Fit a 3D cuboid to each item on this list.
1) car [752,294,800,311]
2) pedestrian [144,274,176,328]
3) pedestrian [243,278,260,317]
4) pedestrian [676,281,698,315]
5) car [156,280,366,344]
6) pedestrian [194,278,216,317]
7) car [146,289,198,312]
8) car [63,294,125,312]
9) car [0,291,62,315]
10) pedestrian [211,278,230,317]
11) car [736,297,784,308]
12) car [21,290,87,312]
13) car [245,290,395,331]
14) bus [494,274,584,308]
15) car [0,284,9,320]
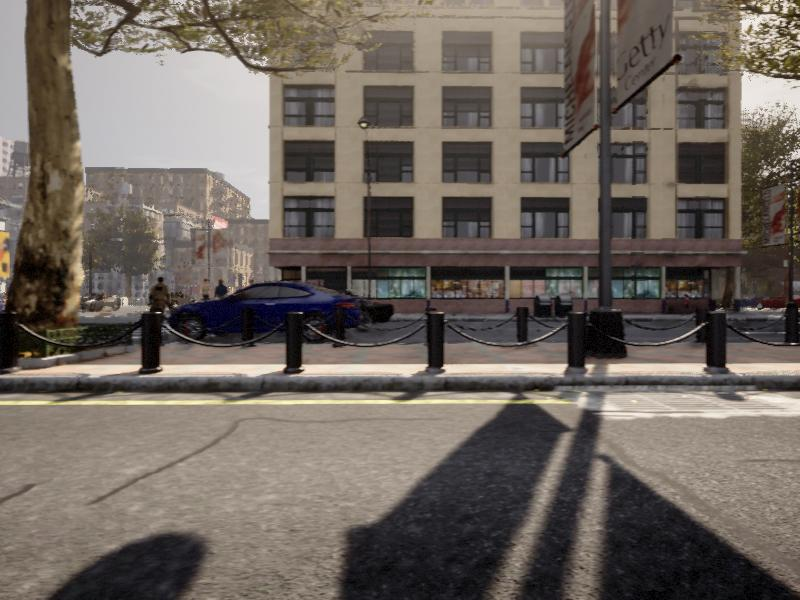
[{"bbox_3d":[38.437,0.230,40.056,1.882,1.535,5.008,0,0,-2],"label":"car"},{"bbox_3d":[-8.449,0.037,14.111,0.751,1.860,0.751,0,0,-12],"label":"pedestrian"},{"bbox_3d":[-7.106,-0.115,19.163,0.751,1.860,0.751,0,0,-21],"label":"pedestrian"},{"bbox_3d":[16.392,-0.112,22.855,0.751,1.860,0.751,0,0,5],"label":"pedestrian"},{"bbox_3d":[-3.271,0.270,10.096,4.674,1.442,1.812,0,0,-1],"label":"car"},{"bbox_3d":[-9.537,-0.115,19.592,0.751,1.860,0.751,0,0,41],"label":"pedestrian"},{"bbox_3d":[-19.990,0.052,35.305,1.932,1.855,4.605,0,0,0],"label":"car"},{"bbox_3d":[-26.980,0.225,35.485,2.007,1.525,4.514,0,0,0],"label":"car"},{"bbox_3d":[-26.936,0.220,28.237,1.882,1.535,5.008,0,0,-1],"label":"car"},{"bbox_3d":[-8.702,-0.115,19.411,0.751,1.860,0.751,0,0,-19],"label":"pedestrian"},{"bbox_3d":[46.851,0.277,52.172,4.674,1.442,1.812,0,0,-1],"label":"car"},{"bbox_3d":[-30.474,0.047,35.440,1.932,1.855,4.605,0,1,0],"label":"car"},{"bbox_3d":[-2.543,0.344,13.622,4.718,1.301,1.895,0,0,0],"label":"car"},{"bbox_3d":[17.857,-1.130,51.927,10.273,4.253,3.944,0,0,-1],"label":"bus"},{"bbox_3d":[-21.442,0.092,20.135,2.097,1.767,4.553,0,0,-39],"label":"car"}]
